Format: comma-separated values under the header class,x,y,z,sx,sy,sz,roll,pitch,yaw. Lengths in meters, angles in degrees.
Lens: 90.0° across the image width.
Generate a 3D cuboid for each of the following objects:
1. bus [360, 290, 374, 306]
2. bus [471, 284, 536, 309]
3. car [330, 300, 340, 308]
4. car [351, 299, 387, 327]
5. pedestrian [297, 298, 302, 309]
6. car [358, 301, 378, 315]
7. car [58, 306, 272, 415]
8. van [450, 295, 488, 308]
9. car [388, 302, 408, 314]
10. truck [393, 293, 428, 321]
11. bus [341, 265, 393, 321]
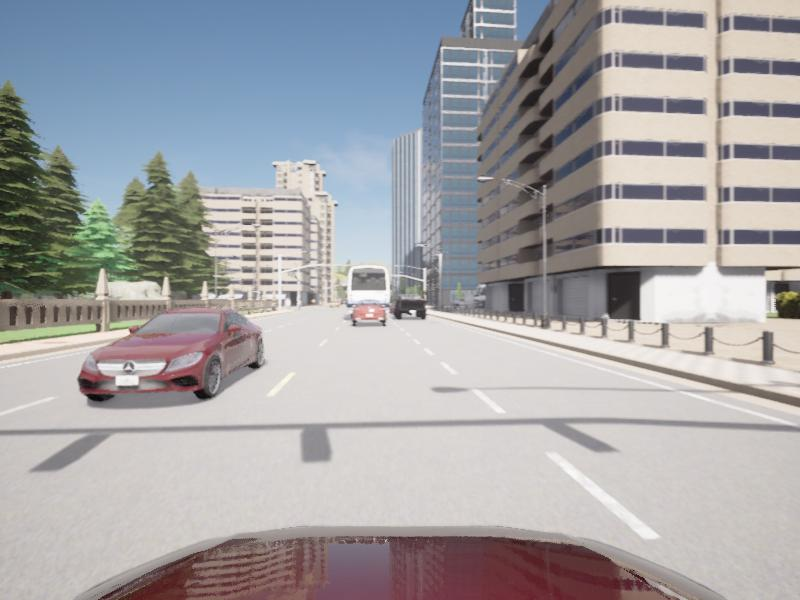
class,x,y,z,sx,sy,sz,roll,pitch,yaw
bus,-9.434,-0.551,114.268,3.944,4.253,10.273,0,0,-5
bus,17.933,-0.628,69.710,10.273,4.253,3.944,0,0,-4
car,-14.024,0.819,86.356,1.801,1.575,5.366,0,0,-5
car,-2.041,0.777,26.349,2.152,1.651,5.027,0,0,-5
pedestrian,-17.161,0.592,68.340,0.751,1.860,0.751,0,0,-6
car,-3.656,0.831,45.954,2.128,1.511,4.902,0,0,-5
car,-4.021,0.873,7.946,1.812,1.442,4.674,0,0,-5
van,12.539,0.289,72.927,6.366,2.431,2.351,0,0,-4
car,-0.300,0.898,47.842,1.994,1.385,4.181,0,0,-5
truck,0.783,0.535,33.876,2.390,2.098,6.274,0,0,-4
bus,-2.934,-0.538,35.732,3.944,4.253,10.273,0,0,-5
